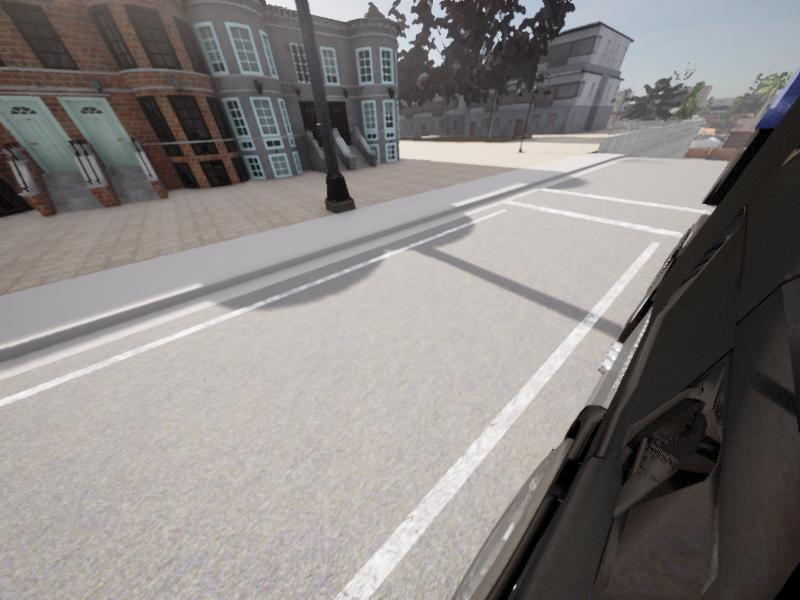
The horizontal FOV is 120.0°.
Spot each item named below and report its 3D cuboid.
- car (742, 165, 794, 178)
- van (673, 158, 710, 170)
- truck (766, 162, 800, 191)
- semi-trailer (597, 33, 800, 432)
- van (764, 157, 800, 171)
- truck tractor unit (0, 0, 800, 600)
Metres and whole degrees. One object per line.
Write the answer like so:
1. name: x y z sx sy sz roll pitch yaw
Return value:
1. car: 68.364 -24.008 43.078 1.882 1.535 5.008 -27 43 -29
2. van: 64.551 -30.208 51.257 1.775 1.987 4.442 -27 43 -29
3. truck: 42.161 -13.027 24.474 6.274 2.098 2.390 -17 38 -36
4. semi-trailer: 8.747 -3.581 4.164 14.254 4.402 2.717 -28 43 -29
5. van: 78.713 -27.810 47.063 1.775 1.987 4.442 -27 43 -29
6. truck tractor unit: 2.645 -0.295 0.351 6.516 4.208 3.053 -28 44 -30
